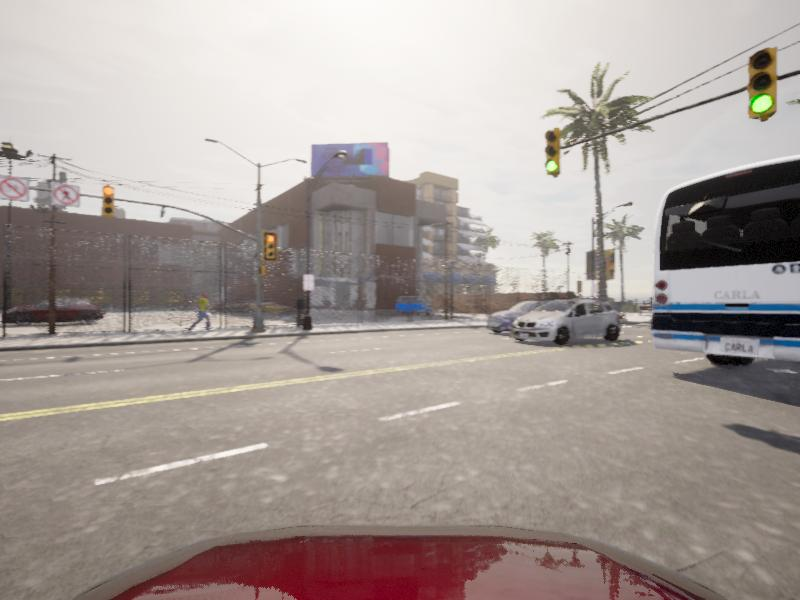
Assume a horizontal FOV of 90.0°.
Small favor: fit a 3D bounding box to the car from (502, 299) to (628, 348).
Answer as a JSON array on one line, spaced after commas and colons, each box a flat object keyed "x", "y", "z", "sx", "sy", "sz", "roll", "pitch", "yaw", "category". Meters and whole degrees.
[{"x": 6.550, "y": 0.805, "z": 15.814, "sx": 4.611, "sy": 1.667, "sz": 2.242, "roll": 0, "pitch": 0, "yaw": -30, "category": "car"}]

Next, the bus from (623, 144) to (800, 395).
[{"x": 10.681, "y": -0.485, "z": 10.306, "sx": 10.273, "sy": 4.253, "sz": 3.944, "roll": 0, "pitch": -1, "yaw": -30, "category": "bus"}]

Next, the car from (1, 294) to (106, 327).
[{"x": -20.388, "y": 0.594, "z": 23.838, "sx": 4.553, "sy": 1.767, "sz": 2.185, "roll": 0, "pitch": 0, "yaw": -37, "category": "car"}]

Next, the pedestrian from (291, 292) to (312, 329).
[{"x": -5.012, "y": 0.514, "z": 20.372, "sx": 0.751, "sy": 1.860, "sz": 0.751, "roll": 0, "pitch": 0, "yaw": -42, "category": "pedestrian"}]

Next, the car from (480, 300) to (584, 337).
[{"x": 6.533, "y": 0.835, "z": 19.781, "sx": 4.856, "sy": 1.649, "sz": 2.033, "roll": 0, "pitch": 0, "yaw": -26, "category": "car"}]

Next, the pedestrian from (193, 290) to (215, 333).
[{"x": -8.677, "y": 0.499, "z": 17.662, "sx": 0.751, "sy": 1.860, "sz": 0.751, "roll": 0, "pitch": 0, "yaw": -36, "category": "pedestrian"}]
